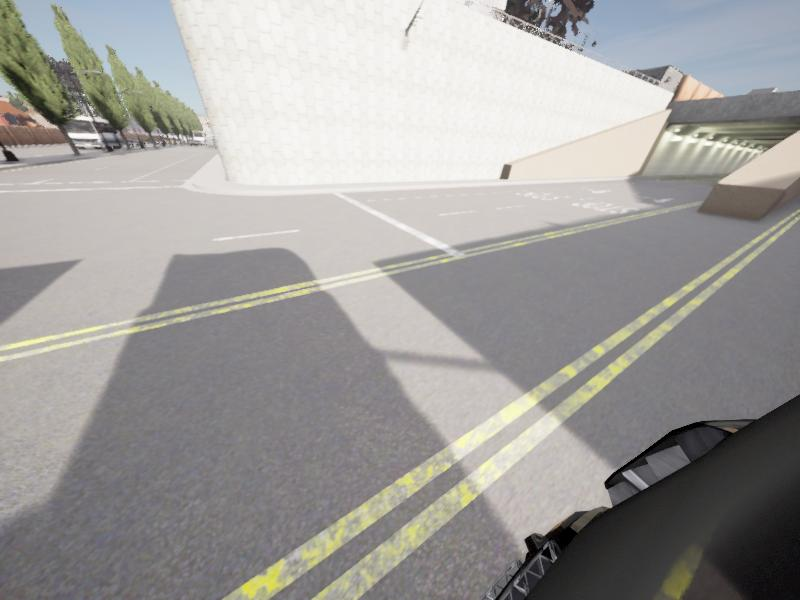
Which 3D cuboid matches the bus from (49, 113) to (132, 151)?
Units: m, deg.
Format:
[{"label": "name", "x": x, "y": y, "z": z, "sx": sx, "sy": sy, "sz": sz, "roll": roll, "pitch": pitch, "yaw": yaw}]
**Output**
[{"label": "bus", "x": -48.440, "y": -26.543, "z": 36.891, "sx": 3.944, "sy": 4.253, "sz": 10.273, "roll": -16, "pitch": 38, "yaw": -26}]
